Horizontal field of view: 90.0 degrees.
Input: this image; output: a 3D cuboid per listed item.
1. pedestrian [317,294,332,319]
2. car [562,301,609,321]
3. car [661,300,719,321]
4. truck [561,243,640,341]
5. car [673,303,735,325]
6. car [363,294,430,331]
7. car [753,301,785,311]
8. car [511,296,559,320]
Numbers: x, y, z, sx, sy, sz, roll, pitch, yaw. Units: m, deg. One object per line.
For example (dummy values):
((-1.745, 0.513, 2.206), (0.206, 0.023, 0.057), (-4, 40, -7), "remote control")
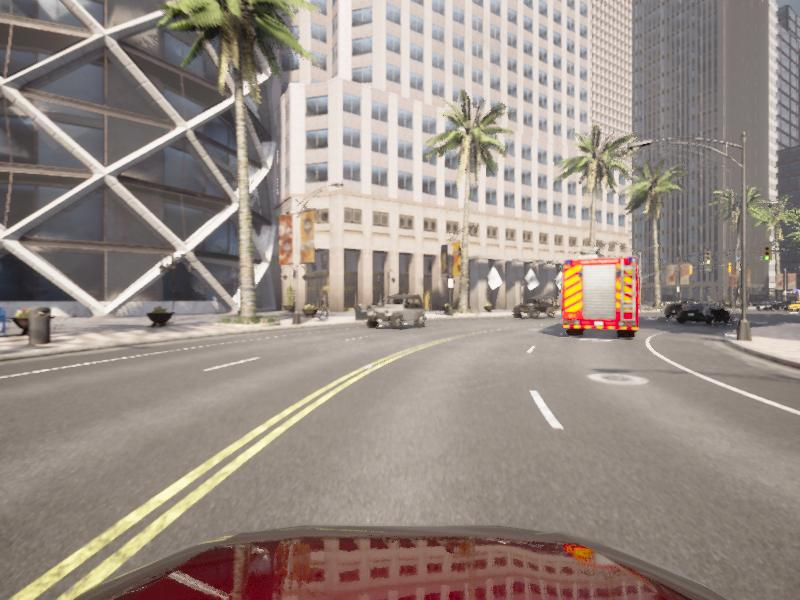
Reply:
((-5.601, 0.484, 29.762), (0.751, 1.860, 0.751), (0, 0, 39), "pedestrian")
((14.851, 0.826, 32.007), (3.705, 1.549, 1.789), (0, 0, -34), "car")
((24.543, 0.797, 33.816), (5.027, 1.651, 2.152), (0, 0, -30), "car")
((10.213, -0.314, 20.165), (2.891, 3.827, 8.468), (0, 0, 29), "truck")
((20.773, 0.921, 27.295), (4.181, 1.385, 1.994), (0, 0, -32), "car")
((-0.111, 0.648, 22.292), (1.905, 1.878, 3.866), (0, 0, 34), "car")
((55.237, 0.906, 59.895), (4.902, 1.511, 2.128), (0, 0, -30), "car")
((11.486, 0.656, 33.925), (3.866, 1.878, 1.905), (0, 0, -35), "car")
